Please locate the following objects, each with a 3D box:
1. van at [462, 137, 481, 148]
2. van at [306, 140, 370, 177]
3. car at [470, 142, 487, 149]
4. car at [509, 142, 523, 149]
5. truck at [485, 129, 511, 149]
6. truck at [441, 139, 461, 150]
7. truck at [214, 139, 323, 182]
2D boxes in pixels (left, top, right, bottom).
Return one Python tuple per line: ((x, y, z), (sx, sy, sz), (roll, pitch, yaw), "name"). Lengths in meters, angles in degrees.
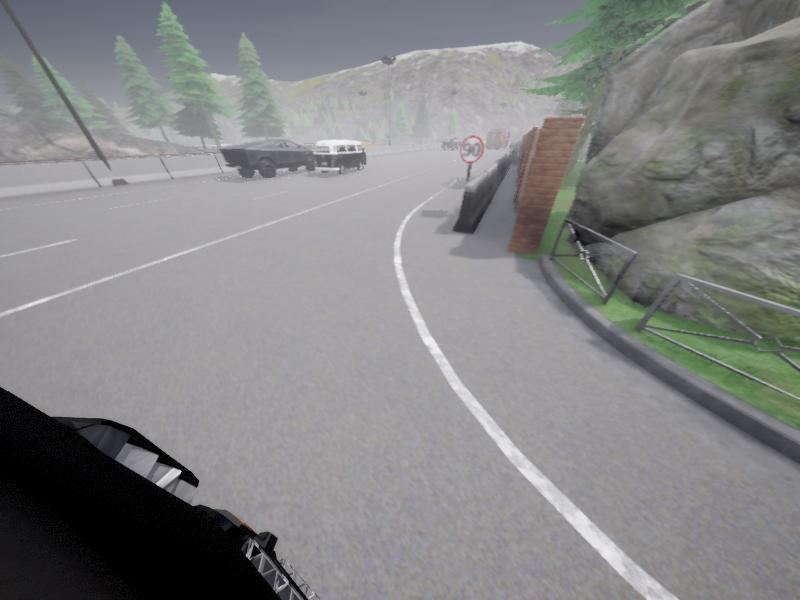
((19.079, -42.080, 61.740), (2.351, 2.431, 6.366), (23, 41, 29), "van")
((-4.273, -10.523, 17.015), (2.069, 2.038, 4.480), (14, 38, 19), "van")
((19.639, -38.599, 57.628), (2.128, 1.511, 4.902), (22, 40, 28), "car")
((30.128, -40.143, 59.873), (1.994, 1.385, 4.181), (23, 41, 29), "car")
((24.557, -40.155, 57.766), (2.891, 3.827, 8.468), (22, 40, 28), "truck")
((11.649, -35.417, 52.519), (2.390, 2.098, 6.274), (18, 39, 24), "truck")
((-8.557, -9.901, 16.079), (2.390, 2.098, 6.274), (14, 37, 19), "truck")
